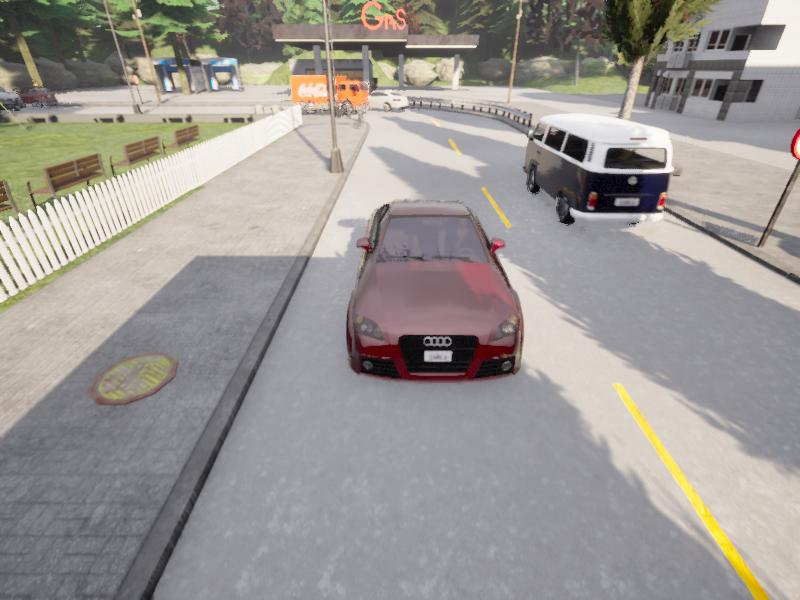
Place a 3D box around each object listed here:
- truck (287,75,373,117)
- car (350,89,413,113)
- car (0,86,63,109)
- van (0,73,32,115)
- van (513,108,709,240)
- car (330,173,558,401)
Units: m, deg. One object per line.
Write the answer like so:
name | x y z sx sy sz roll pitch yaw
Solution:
truck | -4.799 -14.483 28.328 5.204 2.467 2.627 7 30 12
car | -1.469 -15.484 31.049 4.674 1.442 1.812 21 36 31
car | -30.467 -16.589 32.804 3.705 1.549 1.789 -1 30 0
van | -31.145 -15.001 29.127 5.915 2.561 1.988 0 30 0
van | 4.402 -3.213 9.475 2.069 2.038 4.480 0 30 0
car | 0.394 -0.597 5.662 1.994 1.385 4.181 0 30 0
